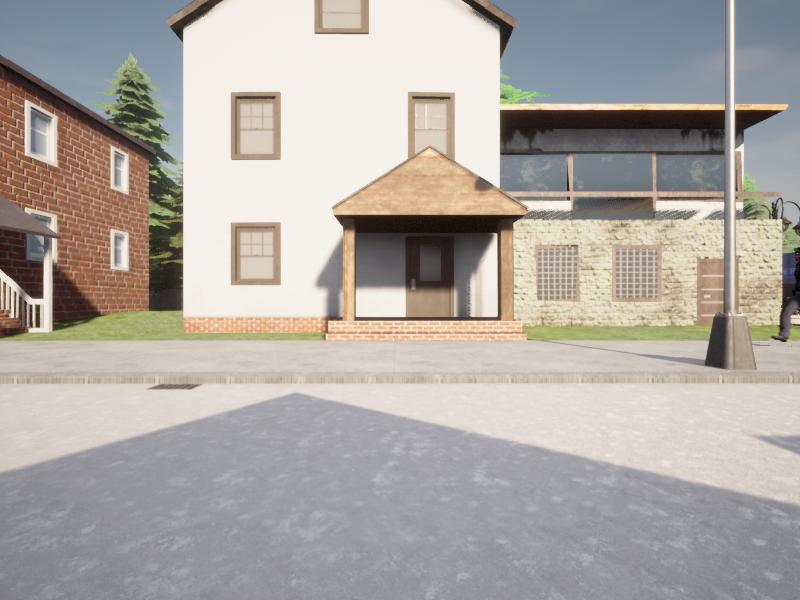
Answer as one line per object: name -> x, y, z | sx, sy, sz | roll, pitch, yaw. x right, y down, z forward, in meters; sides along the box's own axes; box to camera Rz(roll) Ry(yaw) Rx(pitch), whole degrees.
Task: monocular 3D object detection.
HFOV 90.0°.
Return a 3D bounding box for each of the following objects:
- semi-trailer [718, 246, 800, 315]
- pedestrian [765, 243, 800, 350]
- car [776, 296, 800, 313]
semi-trailer -> 26.915, -1.217, 24.910 | 2.717, 4.402, 14.254 | 0, 0, -1
pedestrian -> 7.358, -0.067, 7.283 | 0.751, 1.860, 0.751 | 0, 0, 5
car -> 30.883, 0.344, 29.538 | 1.895, 1.301, 4.718 | 0, 0, 1
